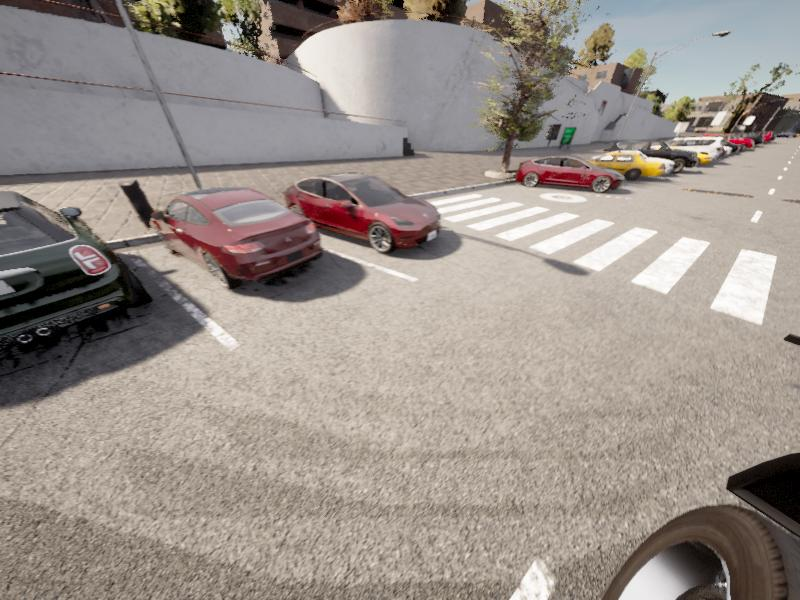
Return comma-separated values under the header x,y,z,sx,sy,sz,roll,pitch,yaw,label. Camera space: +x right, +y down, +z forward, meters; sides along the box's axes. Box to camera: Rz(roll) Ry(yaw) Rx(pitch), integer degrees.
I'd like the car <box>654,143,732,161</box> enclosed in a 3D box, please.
x,y,z,sx,sy,sz,roll,pitch,yaw,label
30.739,-15.748,24.514,4.674,1.452,2.002,21,40,29,car

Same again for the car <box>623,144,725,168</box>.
x,y,z,sx,sy,sz,roll,pitch,yaw,label
23.506,-12.648,20.243,5.366,1.575,1.946,21,40,29,car

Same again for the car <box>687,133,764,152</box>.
x,y,z,sx,sy,sz,roll,pitch,yaw,label
45.506,-22.207,32.579,5.566,2.045,2.435,21,41,29,car

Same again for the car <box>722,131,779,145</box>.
x,y,z,sx,sy,sz,roll,pitch,yaw,label
70.034,-32.506,46.405,5.566,2.045,2.435,21,41,29,car

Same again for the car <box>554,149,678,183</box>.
x,y,z,sx,sy,sz,roll,pitch,yaw,label
13.359,-8.714,14.837,5.366,1.575,1.946,21,41,29,car

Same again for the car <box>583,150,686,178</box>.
x,y,z,sx,sy,sz,roll,pitch,yaw,label
15.972,-9.632,16.179,4.674,1.452,2.002,21,40,29,car

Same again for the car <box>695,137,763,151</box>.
x,y,z,sx,sy,sz,roll,pitch,yaw,label
48.097,-22.991,34.017,5.366,1.575,1.946,21,41,29,car

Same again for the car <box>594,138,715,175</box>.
x,y,z,sx,sy,sz,roll,pitch,yaw,label
18.459,-10.870,17.397,5.566,2.045,2.435,21,40,29,car

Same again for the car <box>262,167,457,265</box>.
x,y,z,sx,sy,sz,roll,pitch,yaw,label
-1.215,-2.614,6.357,4.792,1.488,2.163,21,40,29,car

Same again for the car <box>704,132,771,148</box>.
x,y,z,sx,sy,sz,roll,pitch,yaw,label
55.282,-26.356,38.101,5.566,2.045,2.435,21,41,29,car

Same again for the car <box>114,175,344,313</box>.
x,y,z,sx,sy,sz,roll,pitch,yaw,label
-3.700,-1.608,4.969,4.674,1.452,2.002,21,40,29,car

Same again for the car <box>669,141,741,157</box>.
x,y,z,sx,sy,sz,roll,pitch,yaw,label
35.653,-17.819,27.265,4.674,1.452,2.002,21,41,29,car

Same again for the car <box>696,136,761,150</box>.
x,y,z,sx,sy,sz,roll,pitch,yaw,label
50.246,-24.138,35.567,5.366,1.575,1.946,21,41,29,car

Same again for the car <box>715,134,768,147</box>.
x,y,z,sx,sy,sz,roll,pitch,yaw,label
60.252,-28.292,40.909,4.553,1.767,2.185,21,41,29,car

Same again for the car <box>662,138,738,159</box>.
x,y,z,sx,sy,sz,roll,pitch,yaw,label
33.167,-16.928,25.808,4.553,1.767,2.185,21,41,29,car

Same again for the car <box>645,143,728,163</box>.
x,y,z,sx,sy,sz,roll,pitch,yaw,label
28.248,-14.733,23.130,4.792,1.488,2.163,21,41,29,car

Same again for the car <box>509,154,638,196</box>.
x,y,z,sx,sy,sz,roll,pitch,yaw,label
8.620,-6.618,11.959,4.792,1.488,2.163,21,40,29,car

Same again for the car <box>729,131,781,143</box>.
x,y,z,sx,sy,sz,roll,pitch,yaw,label
77.430,-35.560,50.553,5.566,2.045,2.435,21,41,29,car

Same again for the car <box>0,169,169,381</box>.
x,y,z,sx,sy,sz,roll,pitch,yaw,label
-6.122,-0.741,3.471,4.553,1.767,2.185,21,40,29,car

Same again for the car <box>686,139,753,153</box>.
x,y,z,sx,sy,sz,roll,pitch,yaw,label
43.054,-20.938,31.364,4.792,1.488,2.163,21,41,29,car

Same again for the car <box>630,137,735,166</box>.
x,y,z,sx,sy,sz,roll,pitch,yaw,label
25.786,-13.938,21.587,5.566,2.045,2.435,21,41,29,car

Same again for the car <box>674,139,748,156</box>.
x,y,z,sx,sy,sz,roll,pitch,yaw,label
38.115,-18.885,28.608,5.008,1.535,2.097,21,41,29,car

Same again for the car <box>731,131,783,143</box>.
x,y,z,sx,sy,sz,roll,pitch,yaw,label
79.957,-36.560,51.909,5.566,2.045,2.435,21,40,29,car
